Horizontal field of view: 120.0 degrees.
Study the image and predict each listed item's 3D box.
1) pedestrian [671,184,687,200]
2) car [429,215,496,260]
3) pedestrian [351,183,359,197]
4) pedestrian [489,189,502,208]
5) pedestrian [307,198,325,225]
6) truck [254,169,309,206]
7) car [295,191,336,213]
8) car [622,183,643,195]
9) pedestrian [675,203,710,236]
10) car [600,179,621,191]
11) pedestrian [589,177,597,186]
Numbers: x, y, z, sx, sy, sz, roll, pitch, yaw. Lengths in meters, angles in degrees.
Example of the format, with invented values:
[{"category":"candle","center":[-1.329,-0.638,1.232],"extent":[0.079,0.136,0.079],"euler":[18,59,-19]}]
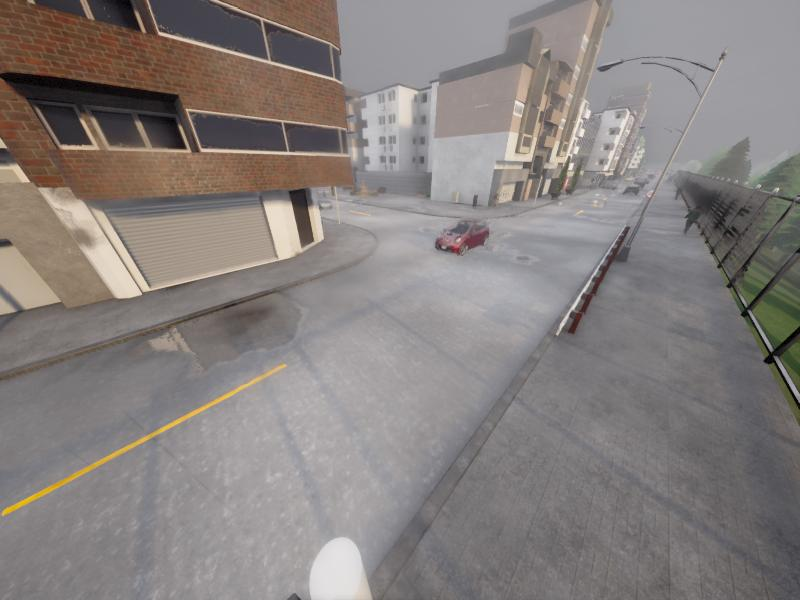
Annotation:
[{"category":"pedestrian","center":[38.331,-14.801,31.732],"extent":[0.751,1.860,0.751],"euler":[-26,39,-37]},{"category":"car","center":[3.574,-3.673,13.045],"extent":[3.633,1.501,1.845],"euler":[-27,39,-38]},{"category":"pedestrian","center":[-6.888,-16.818,35.227],"extent":[0.751,1.860,0.751],"euler":[26,39,37]},{"category":"pedestrian","center":[10.529,-11.196,25.491],"extent":[0.751,1.860,0.751],"euler":[0,30,-1]},{"category":"pedestrian","center":[-6.593,-6.962,18.139],"extent":[0.751,1.860,0.751],"euler":[18,34,28]},{"category":"truck","center":[-15.596,-14.898,30.194],"extent":[2.891,3.827,8.468],"euler":[-26,39,-38]},{"category":"car","center":[-9.329,-10.849,25.377],"extent":[2.033,1.649,4.856],"euler":[-26,39,-37]},{"category":"car","center":[40.340,-19.206,39.977],"extent":[4.892,1.490,1.837],"euler":[-27,39,-38]},{"category":"pedestrian","center":[19.379,-5.339,15.345],"extent":[0.751,1.860,0.751],"euler":[26,39,37]},{"category":"car","center":[42.712,-23.343,46.858],"extent":[4.553,1.767,2.097],"euler":[-27,39,-38]},{"category":"pedestrian","center":[45.226,-27.760,54.219],"extent":[0.751,1.860,0.751],"euler":[-22,37,-33]}]
